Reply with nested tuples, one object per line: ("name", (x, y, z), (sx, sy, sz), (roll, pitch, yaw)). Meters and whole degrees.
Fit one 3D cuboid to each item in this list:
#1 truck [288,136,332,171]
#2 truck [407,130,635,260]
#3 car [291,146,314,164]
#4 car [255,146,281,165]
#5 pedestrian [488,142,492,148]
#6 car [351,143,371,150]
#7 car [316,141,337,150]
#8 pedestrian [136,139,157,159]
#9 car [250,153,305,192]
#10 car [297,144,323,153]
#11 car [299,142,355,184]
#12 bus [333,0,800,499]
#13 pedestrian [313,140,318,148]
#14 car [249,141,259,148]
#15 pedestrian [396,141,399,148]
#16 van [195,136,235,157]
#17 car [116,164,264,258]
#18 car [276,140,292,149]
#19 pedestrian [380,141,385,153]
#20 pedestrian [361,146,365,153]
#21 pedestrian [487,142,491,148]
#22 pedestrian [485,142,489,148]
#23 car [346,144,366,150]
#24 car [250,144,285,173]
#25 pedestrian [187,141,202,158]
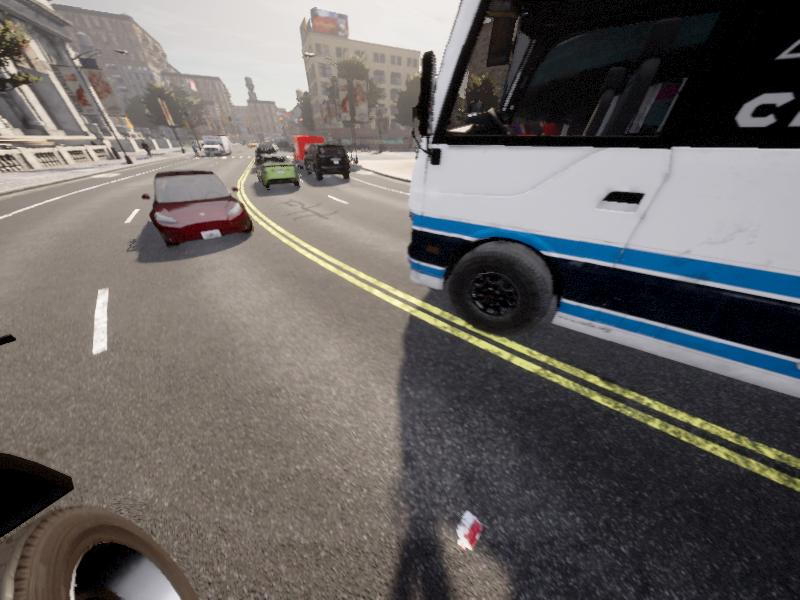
("truck", (-8.400, -13.635, 21.344), (2.627, 2.467, 5.204), (-15, 38, -21))
("truck", (3.107, -3.593, 7.112), (5.204, 2.467, 2.627), (28, 43, 31))
("car", (-11.288, -16.747, 26.584), (1.789, 1.549, 3.705), (-15, 38, -21))
("car", (-14.538, -16.001, 25.474), (2.007, 1.525, 4.514), (-15, 38, -21))
("pedestrian", (33.130, -57.233, 85.190), (0.751, 1.860, 0.751), (-16, 38, -22))
("car", (-9.847, -38.638, 58.275), (4.674, 1.442, 1.812), (-15, 38, -21))
("car", (-18.593, -39.000, 58.331), (4.553, 1.767, 2.097), (-11, 37, -17))
("pedestrian", (-28.950, -17.250, 26.412), (0.751, 1.860, 0.751), (-16, 38, -23))
("car", (-7.228, -7.586, 13.469), (2.007, 1.525, 4.514), (-18, 39, -25))
("car", (-17.751, -30.044, 45.807), (4.181, 1.385, 1.994), (-2, 35, -4))
("car", (-5.197, -9.734, 16.148), (2.150, 2.045, 5.566), (-17, 39, -24))
("bus", (4.889, -0.887, 1.638), (10.273, 4.253, 3.944), (19, 40, 25))
("pedestrian", (-22.988, -42.499, 62.931), (0.751, 1.860, 0.751), (9, 36, 12))
("car", (-40.073, -42.650, 63.435), (1.882, 1.535, 5.008), (-15, 38, -21))
("pedestrian", (-0.853, -49.359, 73.223), (0.751, 1.860, 0.751), (-11, 36, -16))
("van", (-27.007, -22.691, 34.106), (2.351, 2.431, 6.366), (-10, 36, -14))
("car", (-6.084, -3.020, 6.946), (2.163, 1.488, 4.792), (-24, 42, -31))
("car", (-30.523, -40.873, 60.742), (1.932, 1.855, 4.605), (-28, 44, -32))
("pedestrian", (-3.402, -29.189, 44.090), (0.751, 1.860, 0.751), (-8, 36, -12))
("pedestrian", (-7.021, -28.516, 43.722), (0.500, 1.100, 0.500), (-13, 37, -19))
("pedestrian", (32.549, -56.752, 84.486), (0.751, 1.860, 0.751), (-15, 38, -22))
("pedestrian", (32.078, -57.199, 85.123), (0.751, 1.860, 0.751), (-22, 41, -29))
("car", (-11.489, -40.365, 60.866), (4.718, 1.301, 1.895), (-14, 38, -21))
("car", (-11.423, -12.383, 20.003), (1.932, 1.855, 4.605), (-15, 38, -21))
("pedestrian", (-26.562, -19.460, 29.910), (0.751, 1.860, 0.751), (-16, 38, -23))
